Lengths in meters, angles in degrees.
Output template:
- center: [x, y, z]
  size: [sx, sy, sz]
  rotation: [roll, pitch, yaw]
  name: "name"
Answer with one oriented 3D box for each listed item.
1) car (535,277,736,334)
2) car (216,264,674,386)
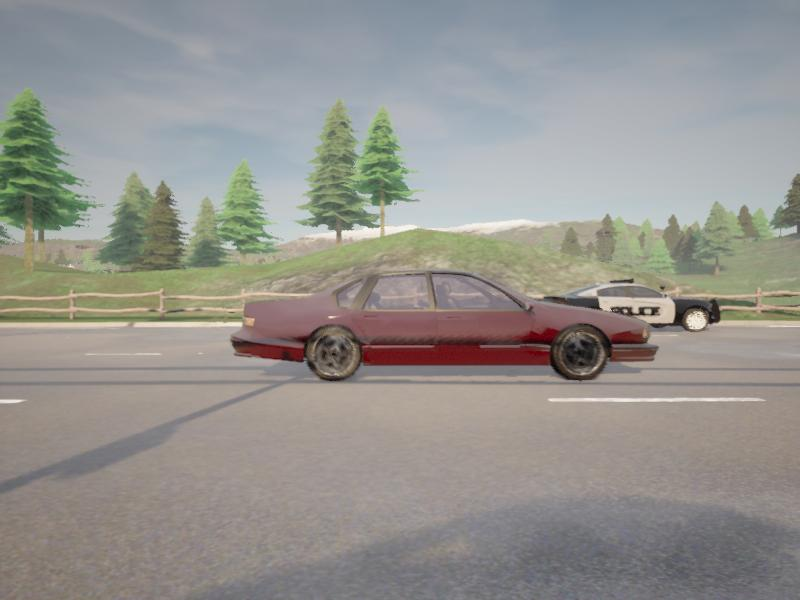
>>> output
- center: [7.225, 0.153, 12.701]
  size: [5.238, 1.638, 1.930]
  rotation: [0, 0, 0]
  name: "car"
- center: [0.526, 0.296, 5.698]
  size: [5.357, 1.411, 2.033]
  rotation: [0, 0, 0]
  name: "car"
